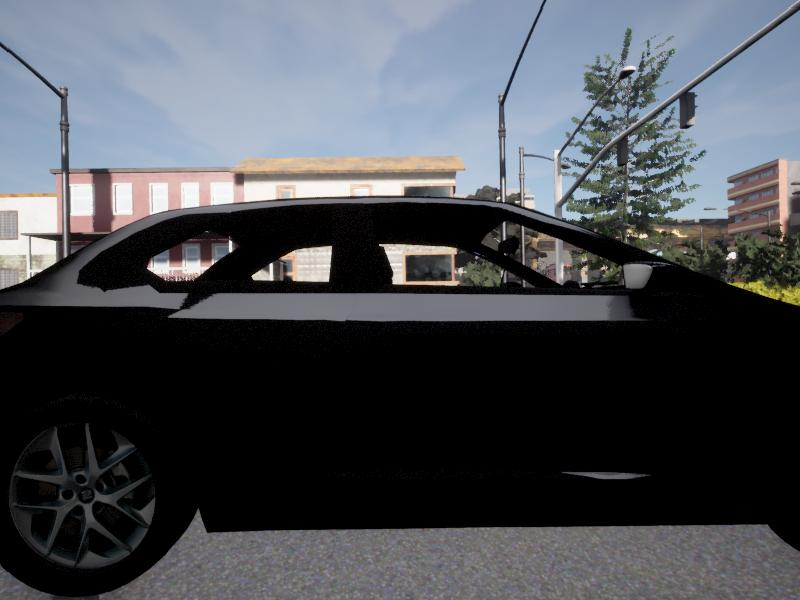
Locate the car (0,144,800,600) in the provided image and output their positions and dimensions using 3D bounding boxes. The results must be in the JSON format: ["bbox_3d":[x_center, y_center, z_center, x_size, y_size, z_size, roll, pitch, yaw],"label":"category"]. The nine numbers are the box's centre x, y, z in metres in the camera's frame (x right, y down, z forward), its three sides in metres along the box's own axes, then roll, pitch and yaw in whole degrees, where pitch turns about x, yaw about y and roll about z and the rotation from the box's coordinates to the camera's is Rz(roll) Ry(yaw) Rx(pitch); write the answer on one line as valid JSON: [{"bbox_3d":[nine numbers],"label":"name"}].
[{"bbox_3d":[0.342,0.254,2.184,4.193,1.474,1.816,0,0,-1],"label":"car"}]
